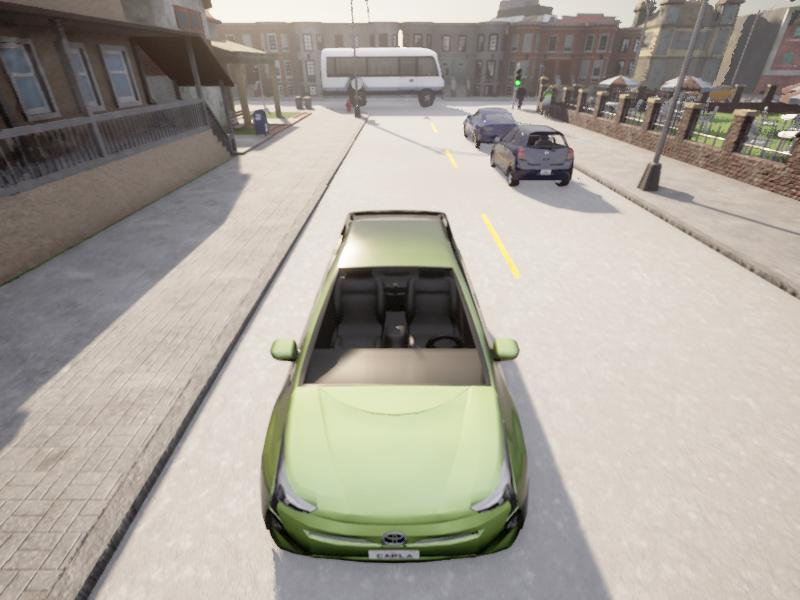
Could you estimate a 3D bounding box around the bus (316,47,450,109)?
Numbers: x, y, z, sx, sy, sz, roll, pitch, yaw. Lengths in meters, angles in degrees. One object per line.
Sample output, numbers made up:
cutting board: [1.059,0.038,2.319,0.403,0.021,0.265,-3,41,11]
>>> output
bus: [-1.287,-18.571,33.513,10.273,4.253,3.944,0,30,0]

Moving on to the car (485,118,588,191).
car: [3.957,-4.604,12.347,1.845,1.501,3.633,0,30,0]

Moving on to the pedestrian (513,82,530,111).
pedestrian: [8.878,-14.855,29.262,0.751,1.860,0.751,2,30,4]

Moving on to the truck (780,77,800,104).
truck: [40.230,-19.643,37.519,6.274,2.098,2.390,0,30,0]

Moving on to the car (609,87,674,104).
car: [22.621,-19.267,37.640,4.718,1.301,1.895,0,30,0]

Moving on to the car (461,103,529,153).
car: [4.046,-7.762,17.826,1.812,1.442,4.674,-1,30,-1]

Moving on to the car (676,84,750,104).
car: [29.332,-19.390,37.616,5.008,1.535,1.882,0,30,0]

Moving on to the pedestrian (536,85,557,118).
pedestrian: [9.359,-12.692,25.568,0.751,1.860,0.751,0,30,0]

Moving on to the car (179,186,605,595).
car: [-0.042,0.155,4.218,2.007,1.525,4.514,0,30,0]
